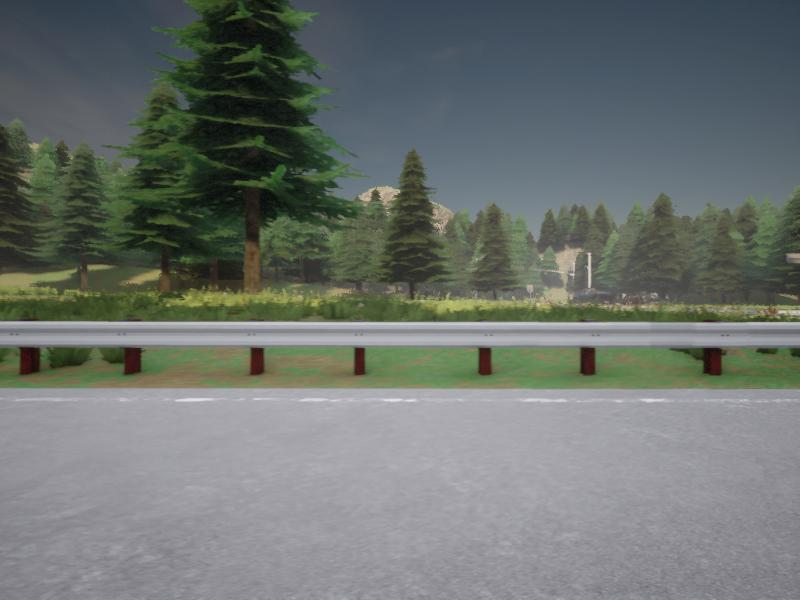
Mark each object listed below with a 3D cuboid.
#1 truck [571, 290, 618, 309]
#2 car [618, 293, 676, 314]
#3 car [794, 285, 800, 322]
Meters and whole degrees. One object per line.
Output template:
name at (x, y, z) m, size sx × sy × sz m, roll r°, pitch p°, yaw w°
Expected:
truck at (22.159, -0.060, 45.877) m, size 2.390 × 2.098 × 6.274 m, roll 0°, pitch 0°, yaw 1°
car at (18.642, 0.248, 30.438) m, size 1.816 × 1.474 × 4.193 m, roll 0°, pitch 0°, yaw -1°
car at (18.864, 0.150, 15.694) m, size 2.242 × 1.667 × 4.611 m, roll 0°, pitch 0°, yaw -1°
